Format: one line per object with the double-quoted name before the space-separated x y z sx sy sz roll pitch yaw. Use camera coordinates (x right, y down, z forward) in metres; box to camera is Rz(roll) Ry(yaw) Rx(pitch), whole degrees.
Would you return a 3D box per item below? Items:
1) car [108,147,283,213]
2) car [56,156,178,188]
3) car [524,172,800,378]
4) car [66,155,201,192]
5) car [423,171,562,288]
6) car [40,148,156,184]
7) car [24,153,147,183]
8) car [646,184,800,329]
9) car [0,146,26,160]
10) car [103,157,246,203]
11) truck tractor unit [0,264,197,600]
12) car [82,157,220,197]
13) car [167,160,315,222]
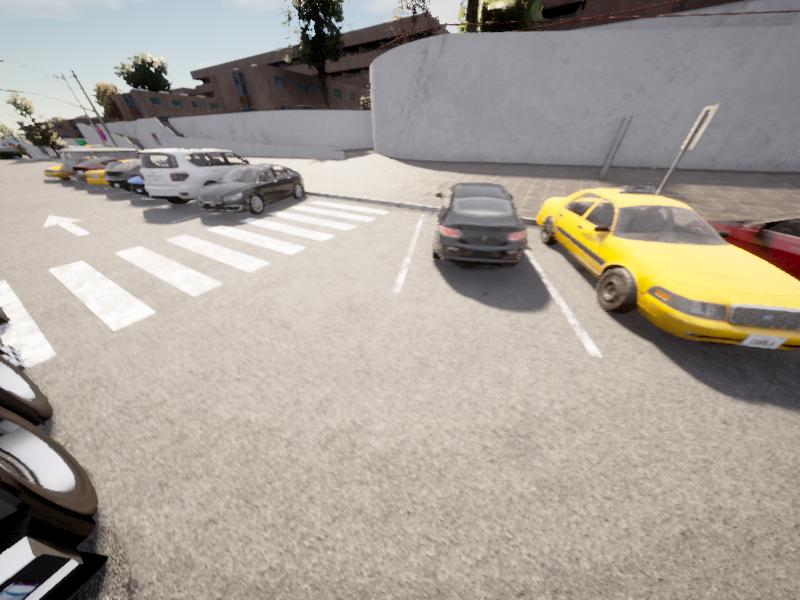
"car" -8.481 -5.819 10.706 2.435 2.045 5.566 5 34 8
"car" -18.809 -8.901 15.820 2.163 1.488 4.792 5 34 9
"car" 4.403 -1.308 4.500 1.946 1.575 5.366 6 35 8
"car" -16.198 -8.188 14.689 1.946 1.575 5.366 5 34 9
"car" 1.847 -2.214 5.905 2.002 1.452 4.674 5 35 8
"car" -21.412 -9.859 16.799 1.878 1.987 4.442 6 34 8
"car" -24.006 -10.463 18.109 1.946 1.575 5.366 6 34 8
"car" 7.018 -0.557 3.465 2.163 1.488 4.792 6 35 8
"car" -69.276 -25.232 39.762 1.878 1.987 4.442 5 34 9
"car" -11.058 -6.427 12.063 2.097 1.535 5.008 6 34 8
"truck tractor unit" -5.115 -0.297 0.784 6.516 4.208 3.053 18 39 24
"car" -13.649 -7.250 13.295 2.231 1.521 4.892 5 34 8
"car" -5.889 -4.762 9.592 2.231 1.521 4.892 6 35 8
